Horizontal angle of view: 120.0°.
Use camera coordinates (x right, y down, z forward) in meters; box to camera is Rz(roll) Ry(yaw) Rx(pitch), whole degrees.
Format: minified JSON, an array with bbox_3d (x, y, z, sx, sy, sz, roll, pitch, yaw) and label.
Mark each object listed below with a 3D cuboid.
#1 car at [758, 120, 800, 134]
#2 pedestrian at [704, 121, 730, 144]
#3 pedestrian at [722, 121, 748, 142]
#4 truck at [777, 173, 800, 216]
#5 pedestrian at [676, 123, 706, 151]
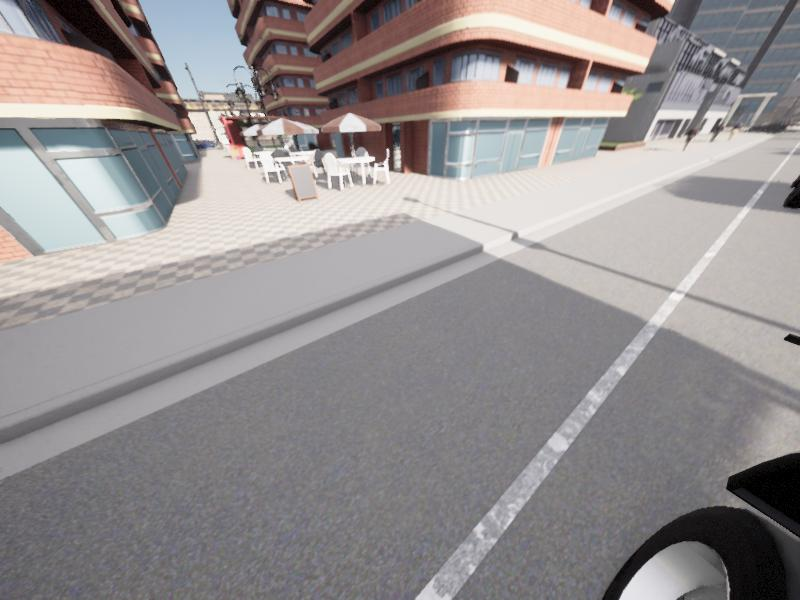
[{"bbox_3d":[64.803,-29.330,39.103,1.932,1.855,4.605,11,38,16],"label":"car"},{"bbox_3d":[33.451,-17.656,24.389,0.751,1.860,0.751,-26,43,-29],"label":"pedestrian"},{"bbox_3d":[37.285,-18.751,25.708,0.751,1.860,0.751,-23,41,-26],"label":"pedestrian"},{"bbox_3d":[14.134,-3.922,6.678,6.274,2.098,2.390,-24,41,-27],"label":"truck"},{"bbox_3d":[23.976,-13.433,19.084,0.751,1.860,0.751,23,43,30],"label":"pedestrian"}]
